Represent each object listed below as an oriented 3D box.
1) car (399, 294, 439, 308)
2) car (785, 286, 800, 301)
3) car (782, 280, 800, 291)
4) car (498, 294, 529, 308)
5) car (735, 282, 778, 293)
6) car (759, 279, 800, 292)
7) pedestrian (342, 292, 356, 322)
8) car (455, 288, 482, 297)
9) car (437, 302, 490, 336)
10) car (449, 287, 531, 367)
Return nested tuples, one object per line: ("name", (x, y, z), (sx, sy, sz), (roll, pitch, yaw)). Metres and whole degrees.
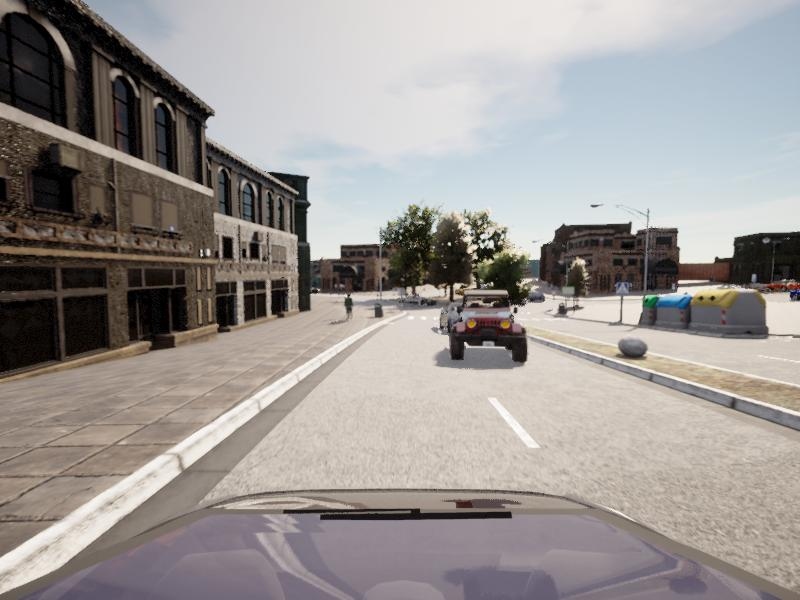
("car", (2.544, 0.127, 55.416), (5.238, 1.638, 1.930), (2, 5, 31))
("car", (47.073, -0.675, 45.286), (2.097, 1.535, 5.008), (-4, 3, 2))
("car", (59.555, -2.183, 58.840), (2.163, 1.488, 4.792), (-4, 2, 0))
("car", (15.870, 0.131, 55.714), (3.988, 1.617, 1.851), (-2, 4, -29))
("car", (54.014, -1.837, 60.765), (2.163, 1.488, 4.792), (-4, 2, 0))
("car", (56.770, -2.164, 59.768), (2.185, 1.767, 4.553), (-4, 2, 0))
("pedestrian", (-3.264, 0.462, 25.805), (0.751, 1.860, 0.751), (0, 4, 5))
("car", (13.673, -1.485, 80.017), (5.008, 1.535, 1.882), (1, 4, 18))
("car", (3.037, 0.855, 19.885), (1.816, 1.474, 4.193), (0, 0, -2))
("car", (2.487, 0.639, 11.463), (1.905, 1.878, 3.866), (0, 0, 11))
